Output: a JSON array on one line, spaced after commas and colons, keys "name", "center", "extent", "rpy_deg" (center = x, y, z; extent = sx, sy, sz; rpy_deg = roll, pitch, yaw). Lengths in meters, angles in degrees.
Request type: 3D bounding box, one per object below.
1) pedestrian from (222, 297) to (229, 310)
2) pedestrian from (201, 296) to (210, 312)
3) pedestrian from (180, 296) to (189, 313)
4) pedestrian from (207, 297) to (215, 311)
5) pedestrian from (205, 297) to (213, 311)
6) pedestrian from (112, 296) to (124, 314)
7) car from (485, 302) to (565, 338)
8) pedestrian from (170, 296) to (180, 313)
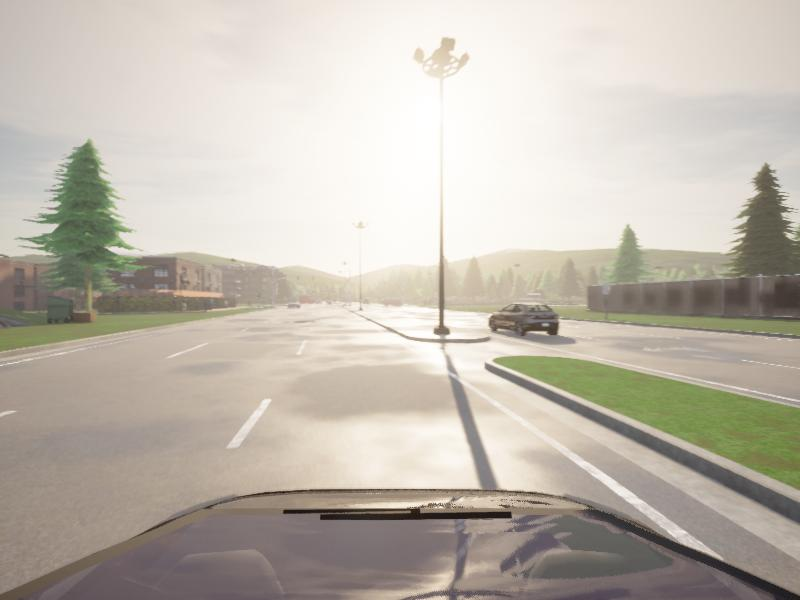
[{"name": "pedestrian", "center": [-26.344, 0.499, 60.460], "extent": [0.751, 1.860, 0.751], "rpy_deg": [0, 0, -12]}, {"name": "pedestrian", "center": [-24.020, 0.500, 49.401], "extent": [0.751, 1.860, 0.751], "rpy_deg": [0, 0, -8]}, {"name": "pedestrian", "center": [-24.796, 0.502, 46.035], "extent": [0.751, 1.860, 0.751], "rpy_deg": [0, 0, 38]}, {"name": "pedestrian", "center": [-24.839, 0.500, 52.657], "extent": [0.751, 1.860, 0.751], "rpy_deg": [0, 0, -10]}, {"name": "pedestrian", "center": [-24.476, 0.500, 51.329], "extent": [0.751, 1.860, 0.751], "rpy_deg": [0, 0, -9]}, {"name": "pedestrian", "center": [-28.836, 0.509, 40.927], "extent": [0.751, 1.860, 0.751], "rpy_deg": [0, 0, 37]}, {"name": "car", "center": [5.679, 0.840, 18.744], "extent": [1.816, 1.474, 4.193], "rpy_deg": [0, 0, -11]}, {"name": "pedestrian", "center": [-25.469, 0.503, 45.196], "extent": [0.751, 1.860, 0.751], "rpy_deg": [0, 0, 38]}]
